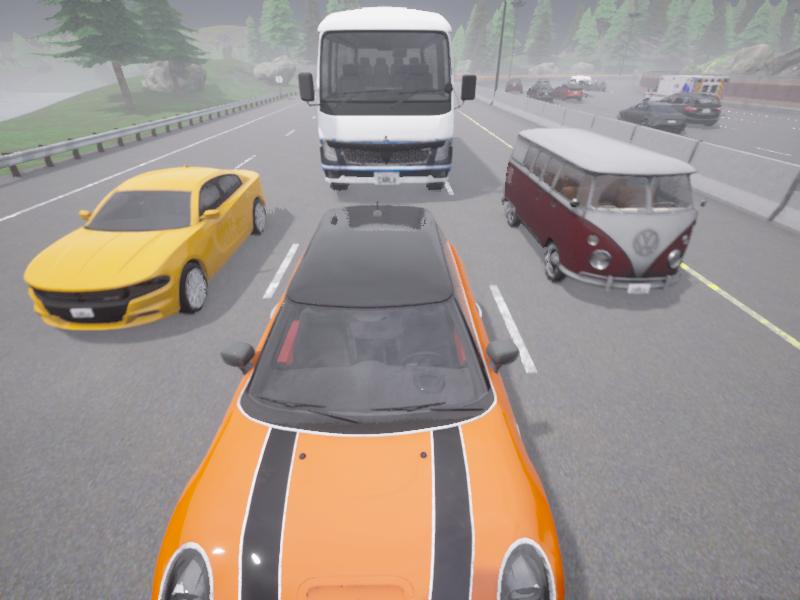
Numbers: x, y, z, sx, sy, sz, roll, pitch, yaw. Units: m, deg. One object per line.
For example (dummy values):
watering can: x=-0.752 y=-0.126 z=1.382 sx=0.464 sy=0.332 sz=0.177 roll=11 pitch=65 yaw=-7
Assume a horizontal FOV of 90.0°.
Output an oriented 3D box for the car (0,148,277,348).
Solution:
car: x=-3.776 y=-1.330 z=6.744 sx=1.882 sy=1.535 sz=5.008 roll=0 pitch=30 yaw=-1

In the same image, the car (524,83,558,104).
car: x=13.232 y=-19.562 z=37.902 sx=1.789 sy=1.549 sz=3.705 roll=0 pitch=30 yaw=-1

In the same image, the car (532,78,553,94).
car: x=19.039 y=-28.557 z=53.286 sx=2.242 sy=1.667 sz=4.611 roll=10 pitch=32 yaw=17

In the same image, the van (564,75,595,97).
van: x=20.833 y=-24.928 z=46.600 sx=2.069 sy=2.038 sz=4.480 roll=4 pitch=31 yaw=8

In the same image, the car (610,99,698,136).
car: x=13.485 y=-9.911 z=21.590 sx=1.994 sy=1.385 sz=4.181 roll=0 pitch=30 yaw=-1

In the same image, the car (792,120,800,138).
car: x=20.551 y=-7.590 z=17.504 sx=1.837 sy=1.490 sz=4.892 roll=0 pitch=30 yaw=-1

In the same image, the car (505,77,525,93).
car: x=15.213 y=-28.388 z=52.755 sx=2.097 sy=1.767 sz=4.553 roll=9 pitch=31 yaw=15

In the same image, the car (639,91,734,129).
car: x=16.942 y=-11.529 z=24.058 sx=2.242 sy=1.667 sz=4.611 roll=0 pitch=30 yaw=-1

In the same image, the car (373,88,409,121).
car: x=-0.590 y=-13.405 z=27.255 sx=2.242 sy=1.667 sz=4.611 roll=0 pitch=30 yaw=-1

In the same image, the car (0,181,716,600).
car: x=-0.223 y=0.437 z=3.473 sx=2.097 sy=1.767 sz=4.553 roll=0 pitch=30 yaw=-1

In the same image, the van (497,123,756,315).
van: x=3.215 y=-1.769 z=7.057 sx=1.775 sy=1.987 sz=4.442 roll=0 pitch=30 yaw=-1

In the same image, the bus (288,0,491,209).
bus: x=-0.272 y=-6.683 z=13.211 sx=3.944 sy=4.253 sz=10.273 roll=0 pitch=30 yaw=-1

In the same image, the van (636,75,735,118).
van: x=20.364 y=-14.931 z=29.126 sx=2.351 sy=2.431 sz=6.366 roll=0 pitch=30 yaw=-1

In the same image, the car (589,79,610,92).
car: x=28.313 y=-30.437 z=56.659 sx=1.970 sy=1.475 sz=3.806 roll=16 pitch=34 yaw=26

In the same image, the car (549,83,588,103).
car: x=16.749 y=-20.773 z=40.001 sx=2.007 sy=1.525 sz=4.514 roll=0 pitch=30 yaw=1
